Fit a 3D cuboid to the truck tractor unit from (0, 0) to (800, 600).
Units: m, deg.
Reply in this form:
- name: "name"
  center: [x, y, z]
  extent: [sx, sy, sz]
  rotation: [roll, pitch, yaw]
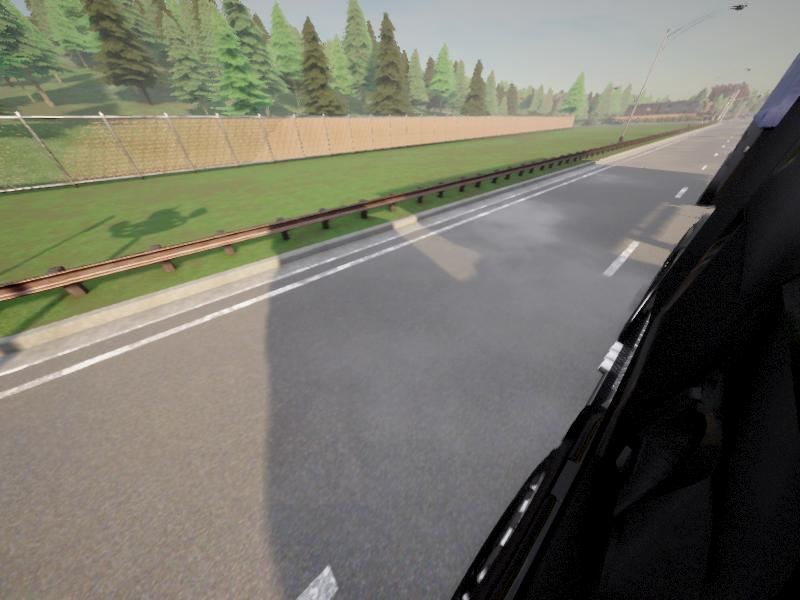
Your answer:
- name: "truck tractor unit"
  center: [2.645, -0.295, 0.352]
  extent: [6.516, 4.208, 3.053]
  rotation: [-28, 44, -30]

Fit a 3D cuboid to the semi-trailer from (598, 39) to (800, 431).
- name: "semi-trailer"
  center: [8.699, -3.588, 4.249]
  extent: [14.254, 4.402, 2.717]
  rotation: [-28, 44, -30]
